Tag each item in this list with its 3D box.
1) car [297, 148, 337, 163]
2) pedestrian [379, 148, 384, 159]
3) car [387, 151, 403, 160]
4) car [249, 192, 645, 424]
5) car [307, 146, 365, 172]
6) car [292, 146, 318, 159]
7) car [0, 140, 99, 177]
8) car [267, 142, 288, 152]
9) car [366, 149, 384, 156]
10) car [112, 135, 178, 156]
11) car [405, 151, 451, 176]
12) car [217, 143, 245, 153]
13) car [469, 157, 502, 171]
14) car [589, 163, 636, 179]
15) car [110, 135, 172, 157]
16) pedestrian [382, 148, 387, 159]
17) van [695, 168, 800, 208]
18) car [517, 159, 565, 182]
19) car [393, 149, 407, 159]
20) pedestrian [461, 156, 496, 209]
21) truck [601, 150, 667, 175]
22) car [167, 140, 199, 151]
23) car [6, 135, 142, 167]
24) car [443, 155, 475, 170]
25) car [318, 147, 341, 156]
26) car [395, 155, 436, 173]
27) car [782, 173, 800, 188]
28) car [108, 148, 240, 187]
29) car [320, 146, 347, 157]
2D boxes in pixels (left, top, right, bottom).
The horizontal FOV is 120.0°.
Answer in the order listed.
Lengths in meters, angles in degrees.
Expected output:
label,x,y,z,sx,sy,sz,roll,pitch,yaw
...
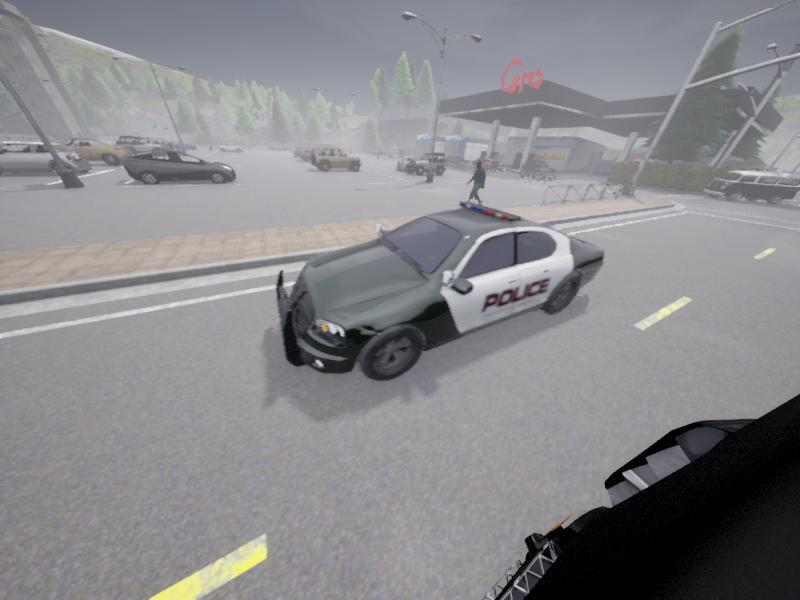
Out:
label,x,y,z,sx,sy,sz,roll,pitch,yaw
car,-11.014,-19.278,30.826,4.514,1.523,2.007,-14,37,-24
pedestrian,-3.925,-30.982,48.792,0.751,1.860,0.751,-12,36,-21
car,-1.189,-32.865,52.526,1.970,1.475,3.806,-14,37,-24
car,0.835,-0.555,3.495,4.974,1.542,2.038,-14,37,-24
car,-5.837,-12.984,21.376,4.605,1.855,1.932,-14,37,-24
car,-15.628,-24.324,38.113,3.633,1.501,1.845,-14,37,-24
car,-19.398,-7.388,12.070,3.806,1.475,1.970,-14,37,-24
car,-32.384,-40.417,61.044,4.605,1.855,1.932,-15,37,-25
car,-7.161,-42.620,66.775,4.792,1.488,2.163,23,39,28
car,-30.336,-18.523,27.758,4.605,1.855,1.932,-14,37,-24
car,2.649,-13.103,22.205,3.866,1.878,1.905,-14,37,-24
car,-30.929,-27.872,42.350,3.806,1.475,1.970,-14,37,-24
car,13.215,-21.205,36.036,2.007,1.525,4.514,-14,37,-24
car,32.941,-20.115,35.978,2.242,1.667,4.611,-14,37,-24
car,-28.618,-17.163,25.806,3.866,1.878,1.905,-14,37,-24
pedestrian,-3.107,-30.029,47.419,0.751,1.860,0.751,-14,37,-24
van,26.397,-8.456,17.313,4.480,2.038,2.069,11,36,9
car,15.601,-14.541,25.831,1.905,1.878,3.866,-14,37,-24
car,-0.122,-36.067,57.073,1.905,1.878,3.866,-14,37,-24
pedestrian,3.149,-4.769,9.440,0.751,1.860,0.751,-3,34,-9
truck,48.158,-28.646,48.018,2.891,3.827,8.468,-14,37,-24
car,-38.875,-27.724,41.464,3.633,1.501,1.845,-14,37,-24
car,-22.667,-10.627,16.555,5.027,1.636,2.152,-14,37,-24
car,9.066,-21.625,36.246,2.033,1.649,4.856,-14,37,-24
car,-15.865,-33.596,52.133,4.514,1.523,2.007,-14,37,-24
car,1.629,-14.686,25.027,3.806,1.475,1.970,-14,37,-24
car,57.539,-16.279,31.812,2.097,1.767,4.553,2,33,0
car,-11.465,-7.061,12.338,4.514,1.523,2.007,-14,37,-24
car,-14.358,-32.028,49.871,5.027,1.636,2.152,-14,37,-24
